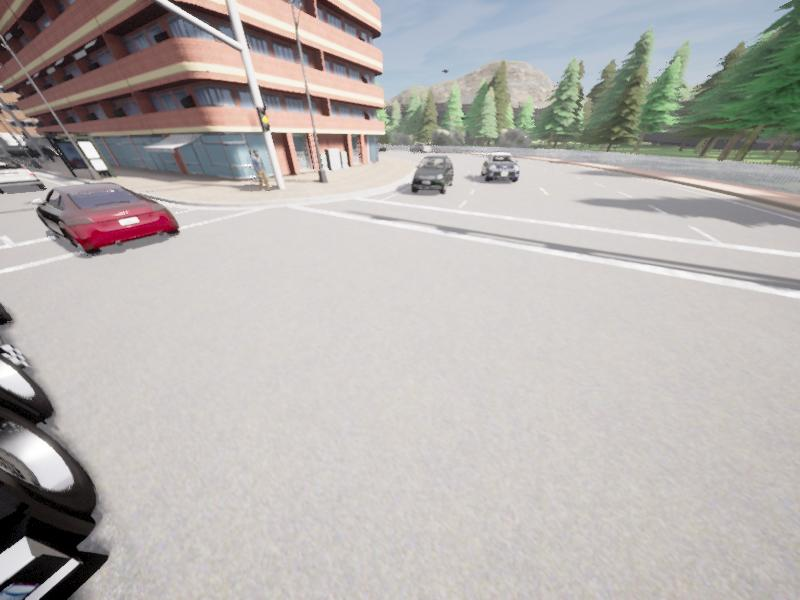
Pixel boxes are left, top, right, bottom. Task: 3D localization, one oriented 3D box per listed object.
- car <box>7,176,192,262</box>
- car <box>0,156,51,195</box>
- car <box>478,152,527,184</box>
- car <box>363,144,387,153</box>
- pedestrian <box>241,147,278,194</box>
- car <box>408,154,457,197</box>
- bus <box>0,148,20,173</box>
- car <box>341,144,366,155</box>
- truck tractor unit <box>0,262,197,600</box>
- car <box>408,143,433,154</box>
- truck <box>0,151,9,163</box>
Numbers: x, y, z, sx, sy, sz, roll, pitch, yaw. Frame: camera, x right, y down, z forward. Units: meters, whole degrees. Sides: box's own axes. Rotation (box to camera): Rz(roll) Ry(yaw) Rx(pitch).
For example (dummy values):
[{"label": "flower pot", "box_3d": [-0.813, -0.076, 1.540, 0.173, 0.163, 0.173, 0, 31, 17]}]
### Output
[{"label": "car", "box_3d": [-8.373, -2.498, 6.497, 4.181, 1.385, 1.994, 17, 39, 25]}, {"label": "car", "box_3d": [-22.990, -7.345, 13.460, 3.988, 1.617, 1.851, 18, 39, 25]}, {"label": "car", "box_3d": [6.433, -8.640, 14.991, 1.970, 1.475, 3.806, 5, 35, 8]}, {"label": "car", "box_3d": [-5.225, -32.118, 48.825, 4.974, 1.542, 2.038, 25, 42, 32]}, {"label": "pedestrian", "box_3d": [-6.741, -6.251, 11.163, 0.751, 1.860, 0.751, 19, 39, 26]}, {"label": "car", "box_3d": [1.788, -6.663, 12.135, 1.789, 1.549, 3.705, 10, 36, 15]}, {"label": "bus", "box_3d": [-41.832, -14.481, 21.624, 10.273, 4.253, 3.944, 18, 39, 25]}, {"label": "car", "box_3d": [-8.787, -28.684, 43.936, 4.514, 1.525, 2.007, 24, 42, 31]}, {"label": "truck tractor unit", "box_3d": [-5.113, -0.297, 0.780, 6.516, 4.208, 3.053, 18, 39, 24]}, {"label": "car", "box_3d": [3.910, -29.930, 45.449, 2.242, 1.667, 4.611, -25, 42, -31]}, {"label": "truck", "box_3d": [-55.376, -19.577, 29.481, 8.468, 3.827, 2.891, 29, 45, 35]}]
